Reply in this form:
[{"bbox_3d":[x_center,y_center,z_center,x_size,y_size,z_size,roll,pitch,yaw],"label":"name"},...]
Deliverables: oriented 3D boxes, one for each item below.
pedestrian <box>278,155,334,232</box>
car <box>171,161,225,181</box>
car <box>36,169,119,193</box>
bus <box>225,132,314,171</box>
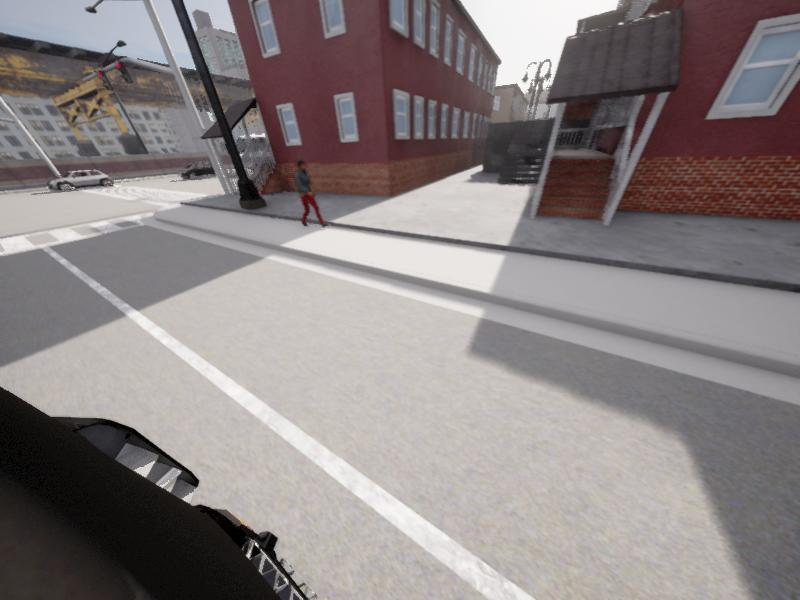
[{"bbox_3d":[-2.611,-3.014,6.599,0.751,1.860,0.751,12,37,21],"label":"pedestrian"},{"bbox_3d":[-21.489,-13.881,24.788,1.789,1.549,3.705,16,38,26],"label":"car"},{"bbox_3d":[-28.551,-10.682,20.611,1.970,1.475,3.806,16,38,26],"label":"car"},{"bbox_3d":[-18.450,-21.865,34.057,3.944,4.253,10.273,16,37,26],"label":"bus"}]
